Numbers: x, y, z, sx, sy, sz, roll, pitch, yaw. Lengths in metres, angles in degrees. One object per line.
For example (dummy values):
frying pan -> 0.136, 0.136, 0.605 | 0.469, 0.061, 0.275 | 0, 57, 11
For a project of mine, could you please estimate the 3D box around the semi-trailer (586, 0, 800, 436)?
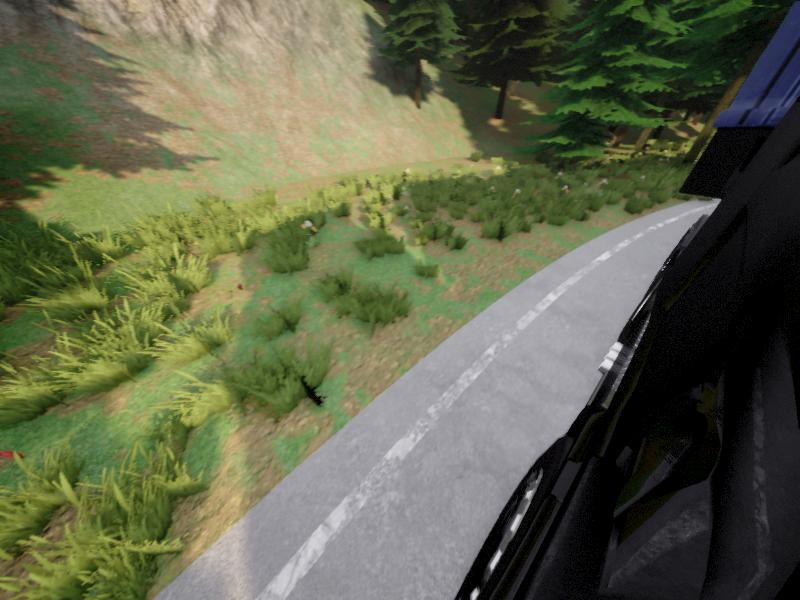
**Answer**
semi-trailer -> 9.582, -2.765, 3.107 | 14.254, 4.402, 2.717 | -16, 38, -18

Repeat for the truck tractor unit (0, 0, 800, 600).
truck tractor unit -> 2.645, -0.295, 0.351 | 6.516, 4.208, 3.053 | -28, 44, -30
